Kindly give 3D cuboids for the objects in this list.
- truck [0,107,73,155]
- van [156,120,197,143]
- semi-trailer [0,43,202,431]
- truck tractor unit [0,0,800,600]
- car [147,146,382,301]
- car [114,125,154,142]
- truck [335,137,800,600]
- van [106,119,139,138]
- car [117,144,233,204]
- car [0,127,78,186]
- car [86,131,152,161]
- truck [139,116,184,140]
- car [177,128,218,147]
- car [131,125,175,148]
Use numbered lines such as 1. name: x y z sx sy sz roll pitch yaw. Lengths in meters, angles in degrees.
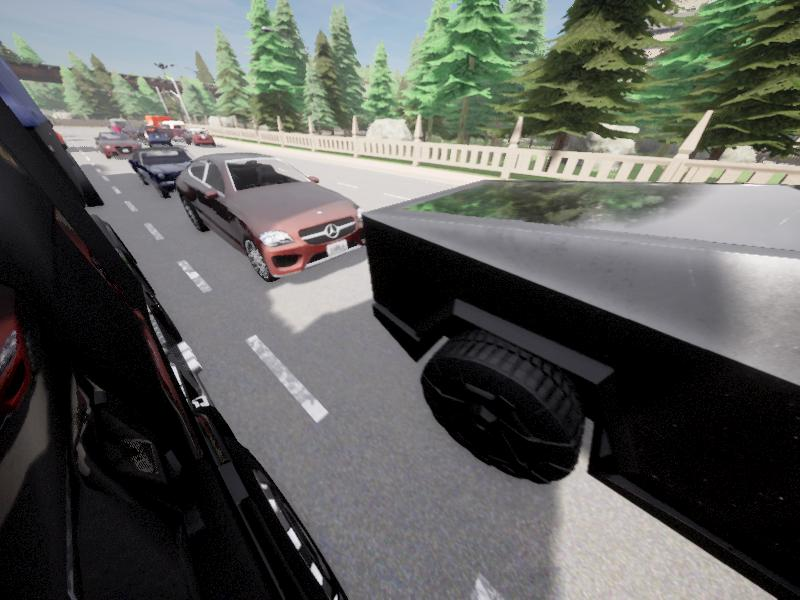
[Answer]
1. truck: -26.325 -12.040 16.382 5.204 2.467 2.627 28 44 30
2. van: -27.058 -20.409 28.007 4.480 2.038 2.069 28 43 30
3. semi-trailer: -8.707 -3.575 4.255 14.254 4.402 2.717 28 44 30
4. truck tractor unit: -2.645 -0.295 0.351 6.516 4.208 3.053 28 44 30
5. car: -2.961 -2.132 4.964 5.027 1.651 2.152 28 43 30
6. car: -32.012 -20.028 27.773 5.357 1.411 2.033 28 43 30
7. truck: 2.780 0.689 1.059 6.274 2.098 2.390 28 43 30
8. van: -37.441 -23.122 31.164 4.442 1.987 1.775 28 44 30
9. car: -8.595 -4.959 8.756 4.718 1.301 1.895 28 43 30
10. car: -16.103 -6.321 9.920 5.238 1.638 1.930 28 43 30
11. car: -18.710 -10.305 15.375 4.181 1.385 1.994 28 43 30
12. truck: -32.361 -23.374 31.367 5.204 2.467 2.627 28 43 30
13. car: -21.394 -17.202 24.451 3.806 1.475 1.970 28 43 30
14. car: -24.086 -15.950 22.509 3.988 1.617 1.851 28 43 30
